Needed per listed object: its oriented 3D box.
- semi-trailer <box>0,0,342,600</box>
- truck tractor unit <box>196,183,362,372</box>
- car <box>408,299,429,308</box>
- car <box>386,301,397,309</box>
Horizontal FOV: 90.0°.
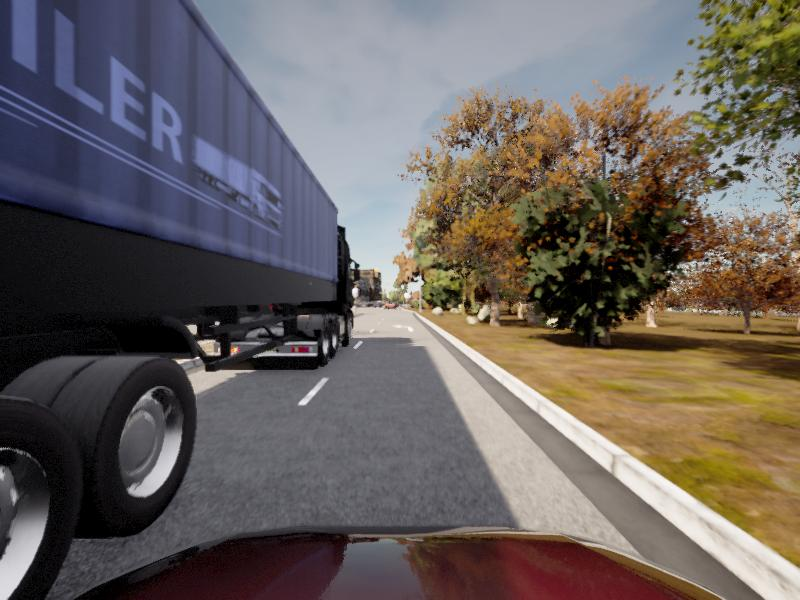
[{"bbox_3d":[-2.998,-0.615,4.219,2.717,4.402,14.254,0,0,0],"label":"semi-trailer"},{"bbox_3d":[-3.003,-0.507,12.135,3.053,4.208,6.516,0,0,0],"label":"truck tractor unit"},{"bbox_3d":[4.265,0.889,92.894,4.442,1.987,1.878,1,0,-14],"label":"car"},{"bbox_3d":[-1.691,1.021,80.196,1.851,1.617,3.988,0,0,6],"label":"car"}]
